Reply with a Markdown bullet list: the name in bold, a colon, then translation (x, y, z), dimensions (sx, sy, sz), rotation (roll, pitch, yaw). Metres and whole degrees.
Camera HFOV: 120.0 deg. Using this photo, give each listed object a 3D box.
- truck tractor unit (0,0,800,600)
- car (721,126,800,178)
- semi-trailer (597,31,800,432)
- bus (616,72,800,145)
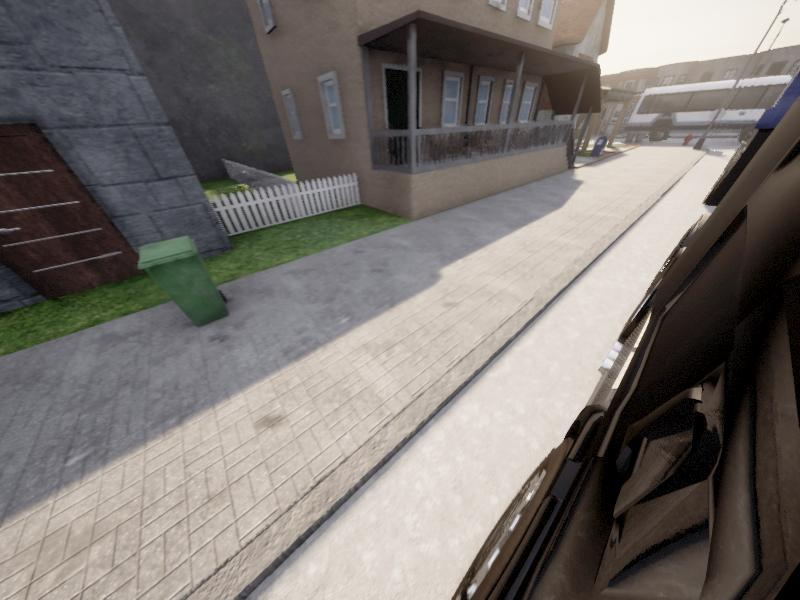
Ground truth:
- **truck tractor unit**: translation (2.645, -0.295, 0.351), dimensions (6.516, 4.208, 3.053), rotation (-28, 44, -30)
- **car**: translation (16.546, -6.722, 10.289), dimensions (4.514, 1.525, 2.007), rotation (-29, 44, -30)
- **semi-trailer**: translation (8.757, -3.567, 4.166), dimensions (14.254, 4.402, 2.717), rotation (-27, 43, -29)
- **bus**: translation (27.460, -16.789, 20.761), dimensions (3.944, 4.253, 10.273), rotation (-28, 44, -30)
